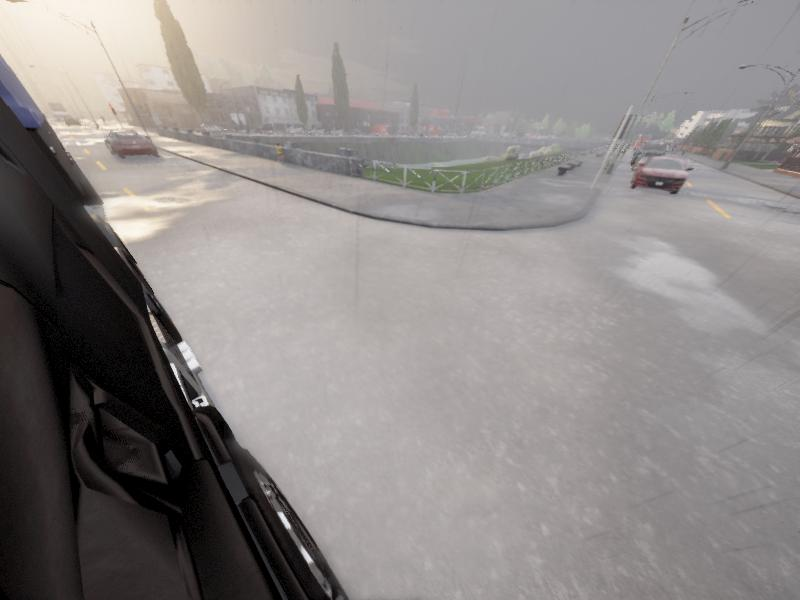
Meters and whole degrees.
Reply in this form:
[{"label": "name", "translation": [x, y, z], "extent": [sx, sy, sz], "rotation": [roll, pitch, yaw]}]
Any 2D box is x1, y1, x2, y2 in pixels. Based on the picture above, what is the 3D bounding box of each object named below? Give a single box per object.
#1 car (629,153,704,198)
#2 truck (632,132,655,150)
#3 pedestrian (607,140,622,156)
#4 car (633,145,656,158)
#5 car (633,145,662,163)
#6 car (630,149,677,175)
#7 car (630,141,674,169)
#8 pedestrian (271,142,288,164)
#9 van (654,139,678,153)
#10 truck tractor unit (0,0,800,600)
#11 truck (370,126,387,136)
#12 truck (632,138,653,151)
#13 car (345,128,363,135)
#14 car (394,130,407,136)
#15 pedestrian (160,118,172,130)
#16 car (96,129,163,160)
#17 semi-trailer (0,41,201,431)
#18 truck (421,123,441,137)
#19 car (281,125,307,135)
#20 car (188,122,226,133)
[{"label": "car", "translation": [14.338, -7.014, 12.735], "extent": [1.882, 1.535, 5.008], "rotation": [28, 43, 30]}, {"label": "truck", "translation": [70.359, -46.095, 66.938], "extent": [2.891, 3.827, 8.468], "rotation": [28, 43, 30]}, {"label": "pedestrian", "translation": [30.976, -21.922, 33.353], "extent": [0.751, 1.860, 0.751], "rotation": [-26, 45, -33]}, {"label": "car", "translation": [39.249, -23.997, 37.169], "extent": [2.038, 1.542, 4.974], "rotation": [28, 43, 30]}, {"label": "car", "translation": [30.610, -18.142, 28.679], "extent": [1.851, 1.617, 3.988], "rotation": [28, 43, 30]}, {"label": "car", "translation": [21.598, -11.969, 19.871], "extent": [2.007, 1.525, 4.514], "rotation": [28, 43, 30]}, {"label": "car", "translation": [26.090, -15.233, 24.110], "extent": [2.150, 2.045, 5.566], "rotation": [28, 43, 30]}, {"label": "pedestrian", "translation": [-7.314, -8.913, 14.022], "extent": [0.500, 1.100, 0.500], "rotation": [28, 44, 30]}, {"label": "van", "translation": [60.404, -35.047, 52.621], "extent": [2.351, 2.431, 6.366], "rotation": [28, 43, 30]}, {"label": "truck tractor unit", "translation": [-2.645, -0.295, 0.351], "extent": [6.516, 4.208, 3.053], "rotation": [28, 44, 30]}, {"label": "truck", "translation": [-6.733, -54.041, 73.766], "extent": [2.627, 2.467, 5.204], "rotation": [28, 43, 30]}, {"label": "truck", "translation": [60.713, -38.990, 57.908], "extent": [2.627, 2.467, 5.204], "rotation": [28, 43, 30]}, {"label": "car", "translation": [-13.344, -49.210, 67.545], "extent": [1.930, 1.638, 5.238], "rotation": [28, 44, 30]}, {"label": "car", "translation": [0.265, -58.437, 80.937], "extent": [1.837, 1.490, 4.892], "rotation": [28, 43, 30]}, {"label": "pedestrian", "translation": [-44.557, -33.478, 43.978], "extent": [0.751, 1.860, 0.751], "rotation": [23, 41, 25]}, {"label": "car", "translation": [-17.937, -10.380, 15.311], "extent": [4.181, 1.385, 1.994], "rotation": [28, 43, 30]}, {"label": "semi-trailer", "translation": [-8.702, -3.595, 4.235], "extent": [14.254, 4.402, 2.717], "rotation": [28, 43, 30]}, {"label": "truck", "translation": [11.601, -63.348, 86.316], "extent": [2.891, 3.827, 8.468], "rotation": [28, 43, 30]}, {"label": "car", "translation": [-25.516, -40.895, 55.603], "extent": [2.152, 1.651, 5.027], "rotation": [28, 44, 30]}, {"label": "car", "translation": [-36.992, -33.026, 44.363], "extent": [2.038, 1.542, 4.974], "rotation": [28, 44, 30]}]
